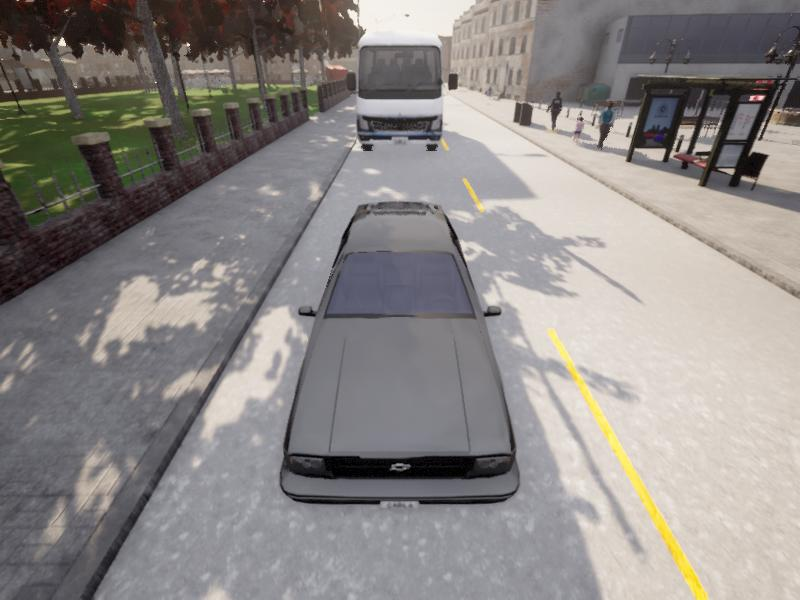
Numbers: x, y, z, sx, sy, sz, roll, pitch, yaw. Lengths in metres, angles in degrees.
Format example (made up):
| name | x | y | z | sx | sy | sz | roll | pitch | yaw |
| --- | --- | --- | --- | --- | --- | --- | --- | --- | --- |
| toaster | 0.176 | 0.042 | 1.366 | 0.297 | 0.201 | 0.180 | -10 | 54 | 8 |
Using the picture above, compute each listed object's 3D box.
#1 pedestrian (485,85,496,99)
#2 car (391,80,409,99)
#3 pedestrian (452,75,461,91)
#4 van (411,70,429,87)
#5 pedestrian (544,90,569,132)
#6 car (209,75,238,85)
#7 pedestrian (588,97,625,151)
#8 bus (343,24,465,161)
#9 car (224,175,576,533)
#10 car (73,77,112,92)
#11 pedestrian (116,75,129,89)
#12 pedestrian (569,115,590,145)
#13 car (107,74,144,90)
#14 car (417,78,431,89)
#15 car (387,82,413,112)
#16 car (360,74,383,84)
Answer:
| name | x | y | z | sx | sy | sz | roll | pitch | yaw |
| --- | --- | --- | --- | --- | --- | --- | --- | --- | --- |
| pedestrian | 9.122 | -21.088 | 40.553 | 0.751 | 1.300 | 0.751 | -4 | 31 | -7 |
| car | -0.016 | -23.257 | 44.177 | 1.930 | 1.638 | 5.238 | 0 | 30 | 0 |
| pedestrian | 7.652 | -29.458 | 54.320 | 0.751 | 1.860 | 0.751 | -9 | 32 | -15 |
| van | 3.726 | -42.184 | 76.070 | 1.988 | 2.561 | 5.915 | -6 | 31 | -10 |
| pedestrian | 7.920 | -9.618 | 20.334 | 0.751 | 1.860 | 0.751 | 4 | 31 | 7 |
| car | -35.144 | -43.880 | 79.747 | 4.553 | 1.767 | 2.097 | 0 | 30 | 0 |
| pedestrian | 8.096 | -6.922 | 15.757 | 0.751 | 1.860 | 0.751 | 6 | 31 | 10 |
| bus | 0.120 | -9.730 | 18.436 | 3.944 | 4.253 | 10.273 | 0 | 31 | 0 |
| car | -0.001 | -0.204 | 4.977 | 2.033 | 1.411 | 5.357 | 0 | 30 | 0 |
| car | -45.293 | -31.842 | 59.053 | 1.932 | 1.855 | 4.605 | 0 | 30 | 0 |
| pedestrian | -39.939 | -31.425 | 57.671 | 0.751 | 1.860 | 0.751 | 0 | 30 | -1 |
| pedestrian | 7.613 | -7.229 | 17.037 | 0.500 | 1.100 | 0.500 | 4 | 31 | 7 |
| car | -45.292 | -36.155 | 66.274 | 2.150 | 2.045 | 5.566 | 0 | 30 | 0 |
| car | 3.948 | -36.033 | 66.639 | 2.163 | 1.488 | 4.792 | 0 | 30 | 0 |
| car | -0.005 | -16.203 | 31.855 | 1.905 | 1.878 | 3.866 | 0 | 31 | 0 |
| car | -5.869 | -45.909 | 83.141 | 4.605 | 1.855 | 1.932 | 3 | 30 | 5 |
